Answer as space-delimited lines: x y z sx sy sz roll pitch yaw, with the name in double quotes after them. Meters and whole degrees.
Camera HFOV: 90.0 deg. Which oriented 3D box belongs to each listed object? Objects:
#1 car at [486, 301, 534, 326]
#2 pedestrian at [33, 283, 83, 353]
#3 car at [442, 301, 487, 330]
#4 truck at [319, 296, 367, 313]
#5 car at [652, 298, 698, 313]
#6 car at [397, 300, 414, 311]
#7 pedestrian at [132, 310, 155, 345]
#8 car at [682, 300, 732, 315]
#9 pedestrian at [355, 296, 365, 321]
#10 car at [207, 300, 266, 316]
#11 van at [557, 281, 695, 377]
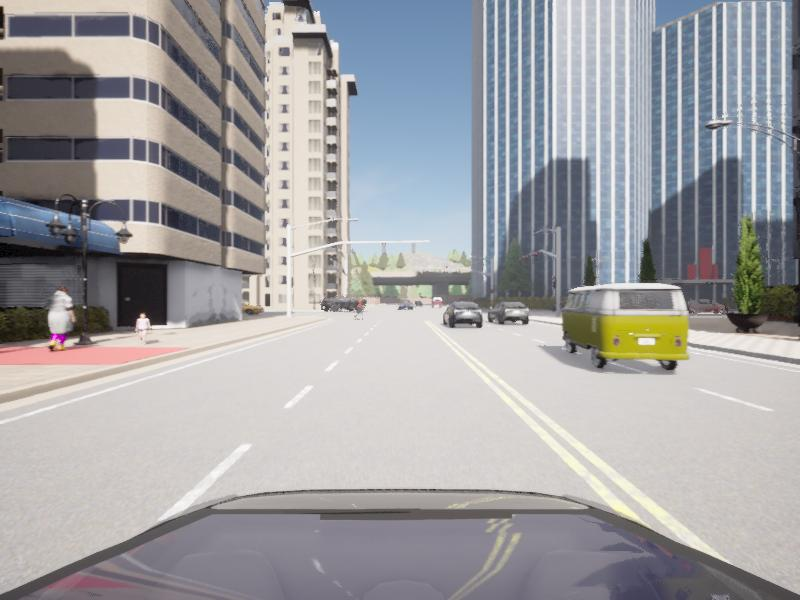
7.242 0.839 26.866 2.007 1.525 4.514 0 0 0 "car"
-9.423 0.489 11.045 0.751 1.860 0.751 0 0 -3 "pedestrian"
3.718 0.838 23.917 2.007 1.525 4.514 0 0 0 "car"
-7.528 0.562 53.486 2.390 2.098 6.274 1 1 45 "truck"
35.938 0.669 52.374 4.605 1.855 1.932 -1 0 0 "car"
0.823 0.781 61.662 2.242 1.667 4.611 0 0 -5 "car"
-8.194 0.870 12.796 0.500 1.100 0.500 0 0 -16 "pedestrian"
34.318 0.805 44.803 3.988 1.617 1.851 0 0 11 "car"
-3.121 0.647 31.097 0.751 1.860 0.751 0 0 -6 "pedestrian"
-17.008 0.817 41.741 5.366 1.575 1.801 0 0 0 "car"
5.580 0.602 10.583 1.775 1.987 4.442 0 0 10 "van"
